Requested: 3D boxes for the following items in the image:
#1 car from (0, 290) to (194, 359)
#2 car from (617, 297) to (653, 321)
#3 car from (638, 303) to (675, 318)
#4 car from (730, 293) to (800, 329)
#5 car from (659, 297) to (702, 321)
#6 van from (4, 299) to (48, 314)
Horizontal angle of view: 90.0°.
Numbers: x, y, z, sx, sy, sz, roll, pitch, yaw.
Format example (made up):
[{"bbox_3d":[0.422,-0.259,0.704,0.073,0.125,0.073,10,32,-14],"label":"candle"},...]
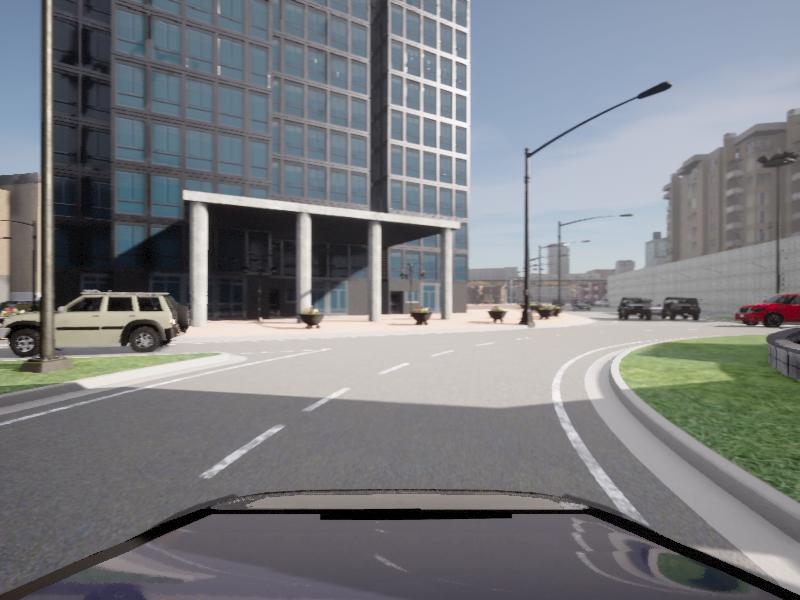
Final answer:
[{"bbox_3d":[-9.023,0.634,12.204,4.605,1.855,1.932,0,1,-17],"label":"car"},{"bbox_3d":[19.334,0.677,33.060,1.905,1.878,3.866,0,0,19],"label":"car"},{"bbox_3d":[25.116,0.985,39.370,1.895,1.301,4.718,0,0,17],"label":"car"},{"bbox_3d":[23.309,0.607,23.581,5.566,2.045,2.150,0,0,11],"label":"car"},{"bbox_3d":[23.035,0.684,33.039,1.905,1.878,3.866,0,0,19],"label":"car"},{"bbox_3d":[-54.405,0.938,58.360,1.775,1.987,4.442,0,-1,12],"label":"van"}]
